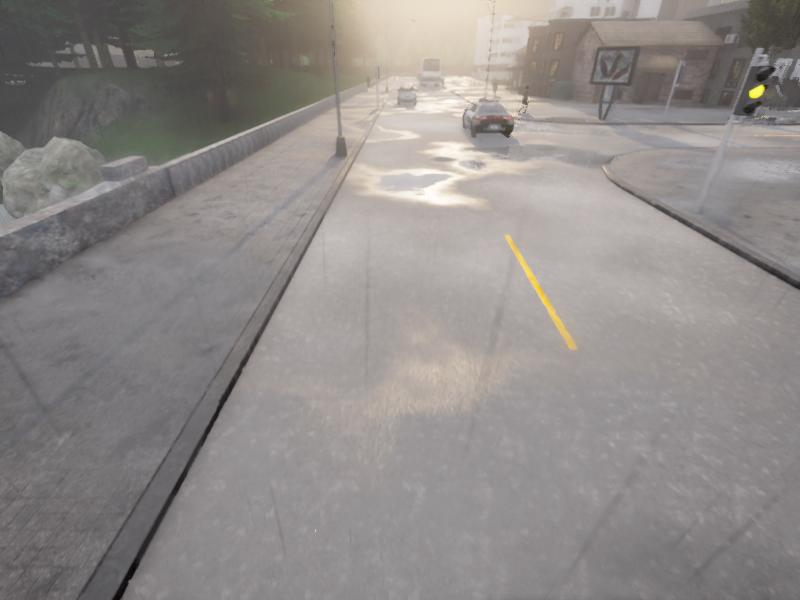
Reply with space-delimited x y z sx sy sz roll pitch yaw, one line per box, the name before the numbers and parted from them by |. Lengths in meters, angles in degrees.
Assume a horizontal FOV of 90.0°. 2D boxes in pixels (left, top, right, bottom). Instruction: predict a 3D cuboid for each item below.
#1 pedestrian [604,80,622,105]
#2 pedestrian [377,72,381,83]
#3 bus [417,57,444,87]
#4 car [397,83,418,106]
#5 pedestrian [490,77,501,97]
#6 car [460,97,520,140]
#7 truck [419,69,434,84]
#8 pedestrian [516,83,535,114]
pedestrian | 18.287 -17.801 34.337 0.751 1.860 0.751 25 38 36
pedestrian | -4.094 -42.856 77.177 0.751 1.860 0.751 0 30 1
bus | 5.058 -39.442 69.214 3.944 4.253 10.273 0 30 1
car | 0.645 -18.835 36.611 1.851 1.617 3.988 0 30 0
pedestrian | 10.272 -22.941 43.121 0.751 1.860 0.751 -2 30 -3
car | 4.465 -9.522 20.760 2.038 1.542 4.974 0 30 1
truck | 5.349 -45.506 81.351 2.627 2.467 5.204 0 30 1
pedestrian | 8.607 -13.846 27.555 0.751 1.860 0.751 -2 30 -4
